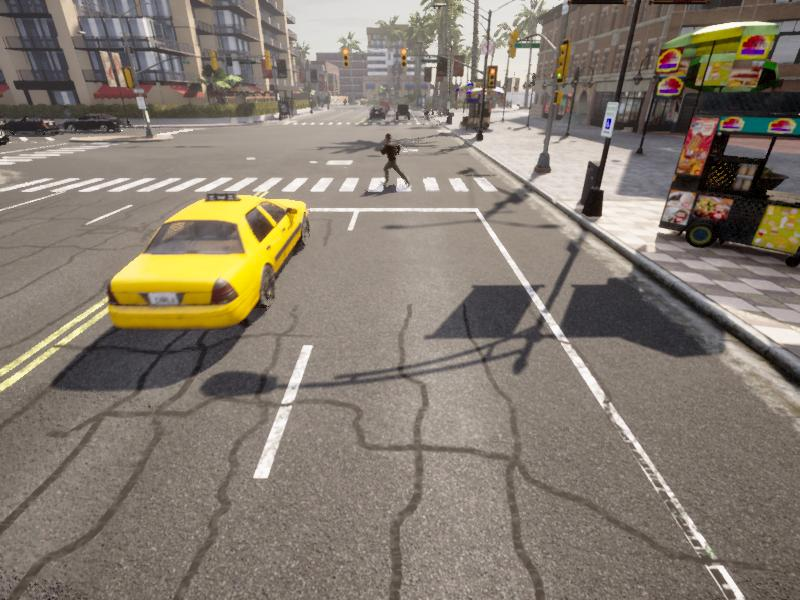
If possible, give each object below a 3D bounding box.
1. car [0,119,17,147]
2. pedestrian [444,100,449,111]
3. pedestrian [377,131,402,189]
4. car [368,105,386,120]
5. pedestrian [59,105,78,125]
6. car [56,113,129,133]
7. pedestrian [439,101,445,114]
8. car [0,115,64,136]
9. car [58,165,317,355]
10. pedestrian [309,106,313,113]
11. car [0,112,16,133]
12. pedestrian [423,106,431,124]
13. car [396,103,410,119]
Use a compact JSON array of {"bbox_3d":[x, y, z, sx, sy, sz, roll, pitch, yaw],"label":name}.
[{"bbox_3d":[-28.119,-10.877,26.084,3.988,1.617,1.851,0,27,0],"label":"car"},{"bbox_3d":[9.027,-37.695,77.560,0.751,1.860,0.751,4,27,8],"label":"pedestrian"},{"bbox_3d":[-0.346,-4.971,14.206,0.751,1.860,0.751,3,27,7],"label":"pedestrian"},{"bbox_3d":[-3.095,-26.252,55.903,2.242,1.667,4.611,0,27,0],"label":"car"},{"bbox_3d":[-35.023,-19.561,42.337,0.751,1.860,0.751,5,28,10],"label":"pedestrian"},{"bbox_3d":[-27.827,-16.072,36.322,4.892,1.490,1.837,0,27,-1],"label":"car"},{"bbox_3d":[6.957,-32.258,66.981,0.751,1.860,0.751,-5,28,-10],"label":"pedestrian"},{"bbox_3d":[-30.673,-14.485,33.170,3.705,1.549,1.789,0,27,-1],"label":"car"},{"bbox_3d":[-2.961,-1.207,7.244,1.801,1.575,5.366,0,27,0],"label":"car"},{"bbox_3d":[-15.750,-33.949,71.144,0.500,1.100,0.500,1,27,2],"label":"pedestrian"},{"bbox_3d":[-37.876,-16.070,36.210,3.988,1.617,1.851,0,27,0],"label":"car"},{"bbox_3d":[3.067,-21.062,45.524,0.751,1.860,0.751,0,27,1],"label":"pedestrian"},{"bbox_3d":[0.408,-26.352,55.847,1.905,1.878,3.866,0,27,0],"label":"car"}]
